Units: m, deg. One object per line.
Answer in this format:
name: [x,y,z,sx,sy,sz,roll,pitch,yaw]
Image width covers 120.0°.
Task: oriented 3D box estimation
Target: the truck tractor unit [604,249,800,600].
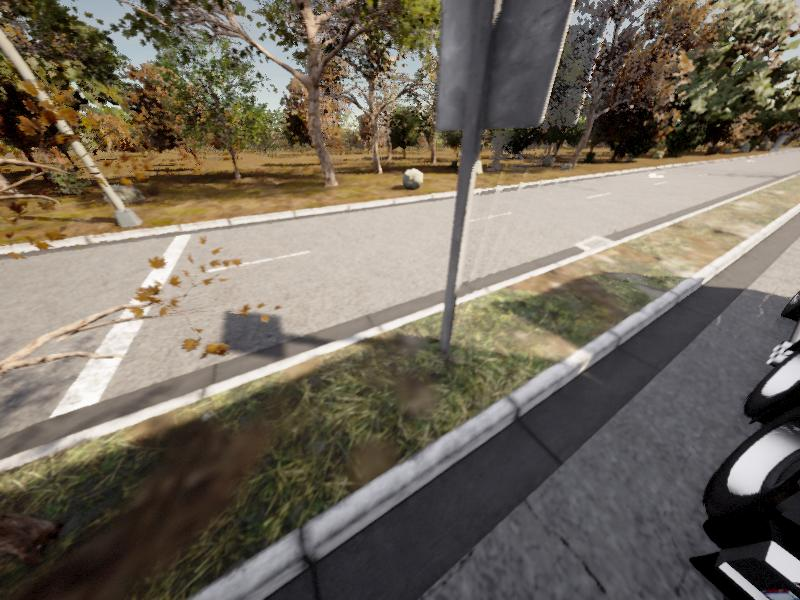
truck tractor unit: [5.078,-0.336,0.799,6.516,4.208,3.053,-20,40,-25]
